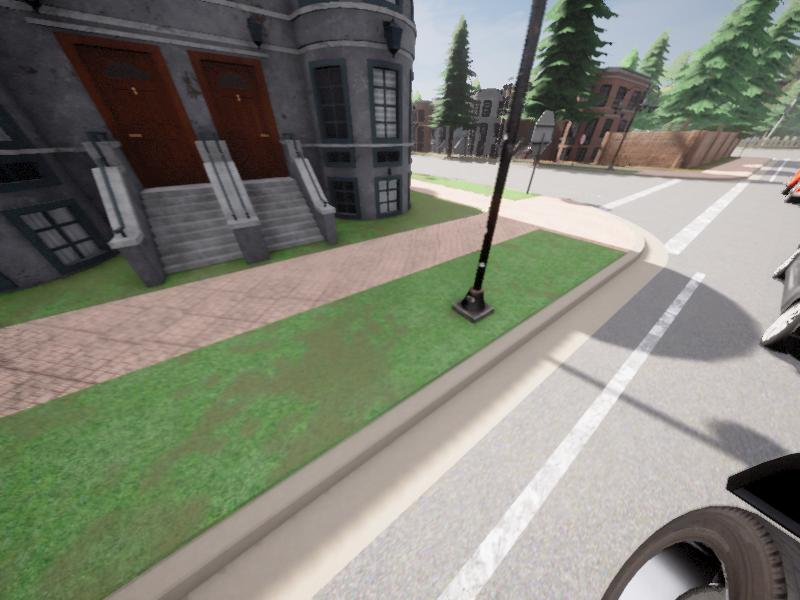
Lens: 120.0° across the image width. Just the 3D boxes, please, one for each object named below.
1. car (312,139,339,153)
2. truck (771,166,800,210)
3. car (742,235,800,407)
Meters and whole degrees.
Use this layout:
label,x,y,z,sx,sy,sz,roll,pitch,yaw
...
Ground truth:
label,x,y,z,sx,sy,sz,roll,pitch,yaw
car,-13.927,-28.941,43.259,2.150,2.045,5.566,-28,44,-34
truck,17.505,-4.963,8.714,5.204,2.467,2.627,-22,41,-28
car,6.553,-0.169,2.712,5.238,1.638,1.930,-22,41,-28
